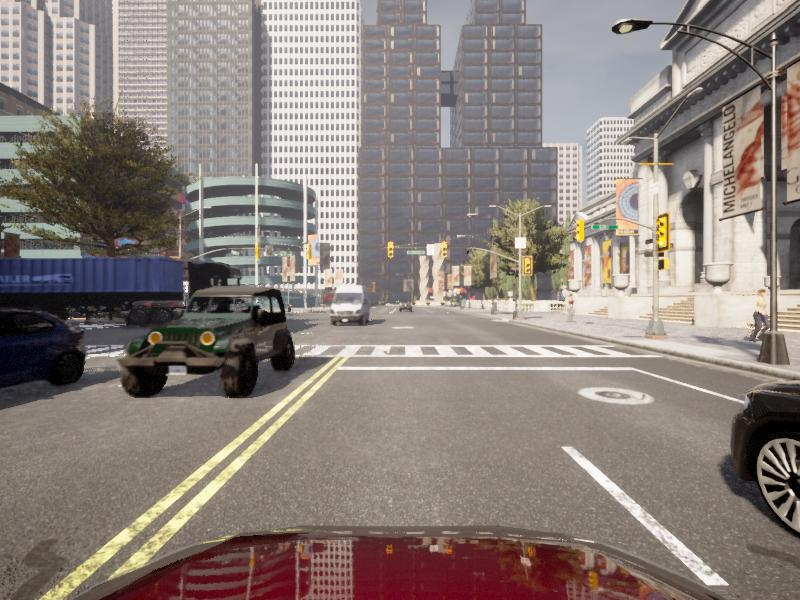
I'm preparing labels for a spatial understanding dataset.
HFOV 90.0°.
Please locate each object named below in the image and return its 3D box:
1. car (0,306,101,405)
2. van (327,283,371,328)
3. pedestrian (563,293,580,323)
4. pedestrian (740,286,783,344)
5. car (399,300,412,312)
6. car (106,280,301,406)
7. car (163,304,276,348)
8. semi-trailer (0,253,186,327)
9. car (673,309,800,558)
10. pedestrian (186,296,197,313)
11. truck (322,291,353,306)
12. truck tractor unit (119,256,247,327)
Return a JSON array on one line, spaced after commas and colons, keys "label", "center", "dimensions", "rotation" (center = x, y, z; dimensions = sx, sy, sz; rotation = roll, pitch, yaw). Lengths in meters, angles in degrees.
[{"label": "car", "center": [-6.968, 0.854, 6.003], "dimensions": [1.816, 1.474, 4.193], "rotation": [0, 0, 0]}, {"label": "van", "center": [-3.140, 0.324, 25.976], "dimensions": [1.988, 2.561, 5.915], "rotation": [0, 0, 1]}, {"label": "pedestrian", "center": [10.690, 0.485, 24.969], "dimensions": [0.751, 1.860, 0.751], "rotation": [0, 0, 0]}, {"label": "pedestrian", "center": [12.009, 0.485, 13.309], "dimensions": [0.751, 1.860, 0.751], "rotation": [0, 0, -8]}, {"label": "car", "center": [0.806, 0.788, 56.719], "dimensions": [1.851, 1.617, 3.988], "rotation": [0, 0, 1]}, {"label": "car", "center": [-3.397, 0.647, 7.883], "dimensions": [1.905, 1.878, 3.866], "rotation": [0, 0, 1]}, {"label": "car", "center": [-6.784, 0.895, 15.887], "dimensions": [2.033, 1.411, 5.357], "rotation": [0, 0, 1]}, {"label": "semi-trailer", "center": [-21.494, -0.617, 25.562], "dimensions": [14.254, 4.402, 2.717], "rotation": [0, 0, 1]}, {"label": "car", "center": [3.511, 0.836, 1.169], "dimensions": [2.128, 1.511, 4.902], "rotation": [0, 0, 1]}, {"label": "pedestrian", "center": [-22.639, 0.485, 43.430], "dimensions": [0.751, 1.860, 0.751], "rotation": [0, 0, 12]}, {"label": "truck", "center": [-16.857, -0.325, 107.504], "dimensions": [8.468, 3.827, 2.891], "rotation": [0, 0, 33]}, {"label": "truck tractor unit", "center": [-13.590, -0.524, 25.563], "dimensions": [6.516, 4.208, 3.053], "rotation": [-1, 0, -4]}]
